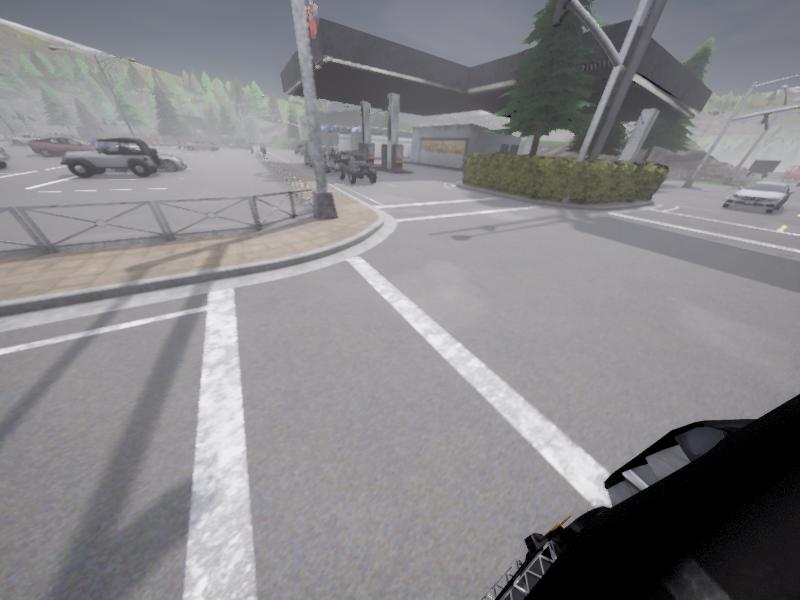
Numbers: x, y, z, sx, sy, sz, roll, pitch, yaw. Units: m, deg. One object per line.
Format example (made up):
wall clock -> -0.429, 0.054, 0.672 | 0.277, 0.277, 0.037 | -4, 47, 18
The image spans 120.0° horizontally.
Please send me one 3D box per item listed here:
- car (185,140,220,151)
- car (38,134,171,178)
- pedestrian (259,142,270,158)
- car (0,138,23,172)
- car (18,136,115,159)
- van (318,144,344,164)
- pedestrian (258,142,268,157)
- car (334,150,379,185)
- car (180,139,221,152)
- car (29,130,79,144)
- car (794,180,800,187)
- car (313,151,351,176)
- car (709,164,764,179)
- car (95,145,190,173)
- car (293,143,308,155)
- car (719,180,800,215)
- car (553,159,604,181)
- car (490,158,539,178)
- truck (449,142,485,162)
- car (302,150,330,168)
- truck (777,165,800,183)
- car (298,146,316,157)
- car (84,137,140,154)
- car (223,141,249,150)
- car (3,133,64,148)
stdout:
car -> -35.992, -28.265, 42.268 | 4.514, 1.523, 2.007 | -16, 38, -26
car -> -16.092, -8.068, 13.037 | 3.866, 1.878, 1.905 | -16, 38, -26
pedestrian -> -18.523, -20.511, 31.619 | 0.751, 1.860, 0.751 | -16, 38, -26
car -> -24.543, -7.747, 11.948 | 4.605, 1.855, 1.932 | -16, 38, -26
car -> -30.154, -13.963, 21.200 | 4.514, 1.523, 2.007 | -16, 38, -26
van -> -9.474, -20.069, 31.810 | 2.069, 2.038, 4.480 | -16, 39, -26
pedestrian -> -19.932, -21.911, 33.610 | 0.751, 1.860, 0.751 | -16, 38, -26
car -> -3.232, -9.762, 16.962 | 1.905, 1.878, 3.866 | -16, 38, -26
car -> -34.380, -26.723, 40.062 | 5.027, 1.636, 2.152 | -16, 38, -26
car -> -65.711, -31.001, 44.053 | 4.605, 1.855, 1.932 | -16, 38, -26
car -> 53.246, -15.299, 29.542 | 4.974, 1.542, 2.038 | -16, 38, -26
car -> -6.425, -12.877, 21.626 | 2.033, 1.649, 4.856 | -16, 38, -26
car -> 64.644, -24.796, 44.541 | 2.150, 2.045, 5.566 | -16, 38, -26
car -> -17.235, -9.640, 15.818 | 3.806, 1.475, 1.970 | -16, 38, -26
car -> -20.704, -31.365, 48.012 | 1.905, 1.878, 3.866 | -16, 38, -26
car -> 21.503, -6.209, 13.747 | 4.674, 1.442, 1.812 | -15, 37, -26
car -> 20.662, -15.230, 26.997 | 1.905, 1.878, 3.866 | -16, 38, -26
car -> 13.590, -15.855, 27.696 | 2.242, 1.667, 4.611 | -16, 38, -26
truck -> 16.393, -36.893, 57.373 | 2.891, 3.827, 8.468 | -16, 38, -25
car -> -9.554, -15.974, 26.166 | 1.970, 1.475, 3.806 | -16, 38, -26
truck -> 68.672, -20.897, 38.612 | 2.627, 2.467, 5.204 | -16, 38, -26
car -> -17.502, -27.965, 43.488 | 2.007, 1.525, 4.514 | -16, 38, -26
car -> -35.107, -18.934, 28.314 | 3.633, 1.501, 1.845 | -16, 38, -26
car -> -40.508, -38.212, 57.140 | 4.792, 1.488, 2.163 | -16, 38, -26
car -> -50.610, -22.143, 32.059 | 3.806, 1.475, 1.970 | -16, 38, -26
